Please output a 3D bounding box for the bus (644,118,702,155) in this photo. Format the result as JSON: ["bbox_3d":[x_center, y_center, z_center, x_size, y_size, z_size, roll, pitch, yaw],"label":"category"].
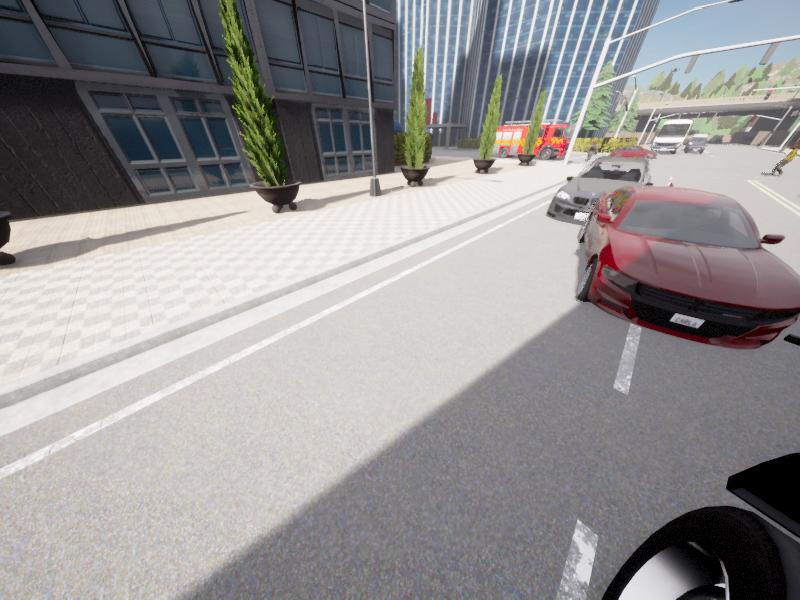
[{"bbox_3d":[43.215,-25.896,36.698,3.944,4.253,10.273,30,45,35],"label":"bus"}]

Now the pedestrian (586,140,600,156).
[{"bbox_3d":[26.423,-20.837,31.670,0.751,1.860,0.751,28,44,34],"label":"pedestrian"}]

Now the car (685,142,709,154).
[{"bbox_3d":[46.339,-23.803,36.139,1.812,1.442,4.674,30,45,35],"label":"car"}]

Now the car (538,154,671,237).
[{"bbox_3d":[6.976,-3.797,7.811,2.242,1.667,4.611,30,45,35],"label":"car"}]

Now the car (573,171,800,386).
[{"bbox_3d":[4.691,-1.181,4.236,1.882,1.535,5.008,20,40,27],"label":"car"}]

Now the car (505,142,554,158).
[{"bbox_3d":[17.395,-20.399,31.348,5.238,1.638,1.930,29,45,35],"label":"car"}]

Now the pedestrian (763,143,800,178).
[{"bbox_3d":[24.507,-8.828,14.622,0.751,1.860,0.751,28,44,34],"label":"pedestrian"}]

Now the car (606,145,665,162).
[{"bbox_3d":[26.321,-16.536,26.030,4.181,1.385,1.994,17,39,24],"label":"car"}]

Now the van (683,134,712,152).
[{"bbox_3d":[52.262,-27.716,40.704,1.988,2.561,5.915,30,45,35],"label":"van"}]

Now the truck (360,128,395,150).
[{"bbox_3d":[-5.283,-36.825,52.957,8.468,3.827,2.891,29,45,35],"label":"truck"}]

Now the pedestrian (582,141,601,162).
[{"bbox_3d":[20.000,-15.489,24.119,0.751,1.860,0.751,30,45,35],"label":"pedestrian"}]

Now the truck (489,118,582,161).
[{"bbox_3d":[15.824,-19.302,27.904,2.891,3.827,8.468,-30,45,-35],"label":"truck"}]
